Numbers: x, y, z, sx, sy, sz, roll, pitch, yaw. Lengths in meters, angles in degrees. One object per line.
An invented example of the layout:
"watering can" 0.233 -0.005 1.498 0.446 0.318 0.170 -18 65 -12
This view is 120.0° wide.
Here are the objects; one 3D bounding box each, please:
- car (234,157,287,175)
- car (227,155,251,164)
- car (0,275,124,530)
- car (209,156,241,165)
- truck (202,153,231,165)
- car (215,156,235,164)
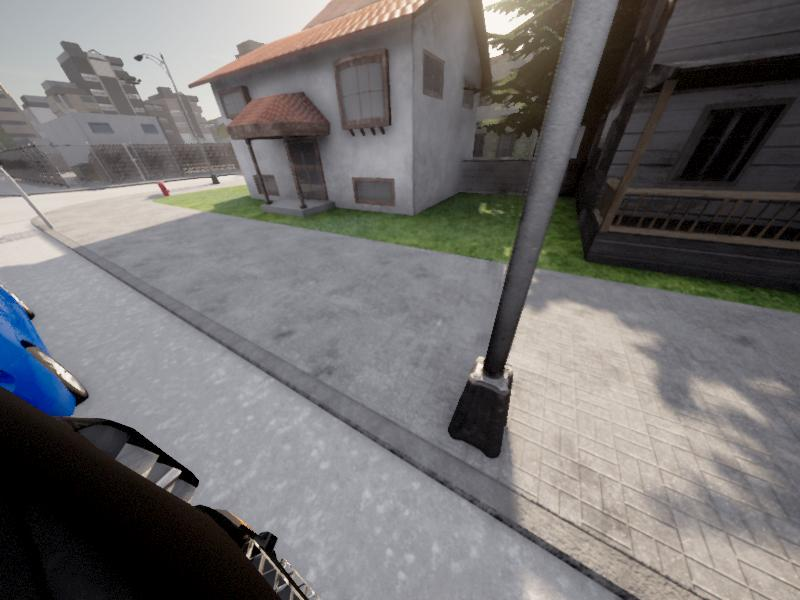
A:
"car" -16.310 -15.848 27.268 2.163 1.488 4.792 16 38 26
"car" -35.720 -31.140 51.208 1.845 1.501 3.633 16 38 26
"car" -5.158 0.494 2.078 5.008 1.535 1.882 16 38 26
"car" -39.973 -32.064 52.977 2.033 1.415 5.357 16 38 26
"truck" -43.328 -33.404 54.636 2.069 2.038 4.478 16 38 26
"car" -39.859 -31.987 52.725 3.705 1.547 1.789 16 38 26
